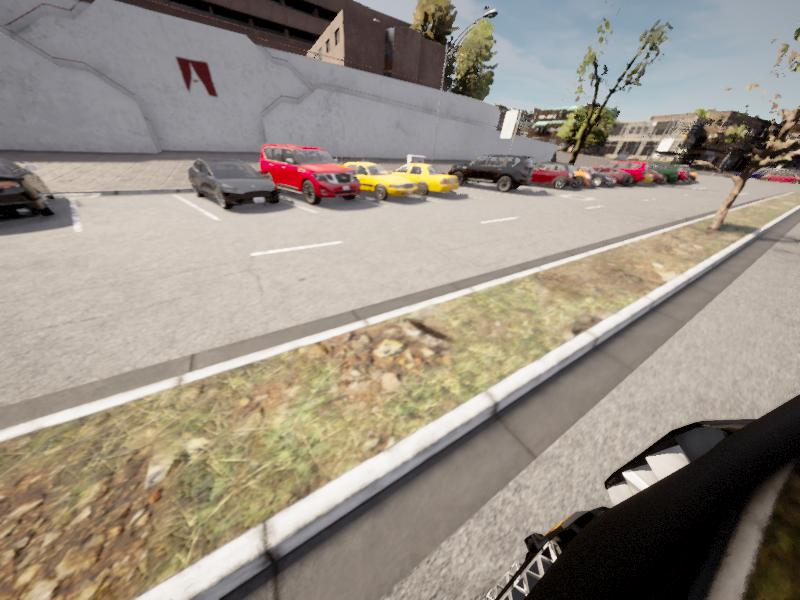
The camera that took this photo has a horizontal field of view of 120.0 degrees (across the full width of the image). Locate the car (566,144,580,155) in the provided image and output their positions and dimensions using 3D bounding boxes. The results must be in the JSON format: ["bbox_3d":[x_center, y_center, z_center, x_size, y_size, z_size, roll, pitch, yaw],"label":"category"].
[{"bbox_3d":[47.644,-41.308,63.489,1.878,1.987,4.442,32,42,27],"label":"car"}]

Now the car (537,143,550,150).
[{"bbox_3d":[43.288,-46.357,69.718,2.002,1.452,4.674,32,42,27],"label":"car"}]

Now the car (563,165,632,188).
[{"bbox_3d":[19.073,-12.141,22.486,4.792,1.488,2.163,26,40,32],"label":"car"}]

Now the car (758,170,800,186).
[{"bbox_3d":[56.979,-18.054,34.197,1.851,1.617,3.988,-15,37,-28],"label":"car"}]

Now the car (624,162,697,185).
[{"bbox_3d":[32.158,-15.941,28.892,5.566,2.045,2.435,26,39,32],"label":"car"}]

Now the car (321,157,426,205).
[{"bbox_3d":[-1.532,-6.269,11.840,5.366,1.575,1.946,26,39,32],"label":"car"}]

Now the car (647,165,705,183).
[{"bbox_3d":[37.399,-17.235,31.547,4.553,1.767,2.185,27,40,32],"label":"car"}]

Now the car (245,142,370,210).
[{"bbox_3d":[-4.240,-5.800,10.481,5.566,2.045,2.435,26,39,32],"label":"car"}]

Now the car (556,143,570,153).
[{"bbox_3d":[46.175,-43.047,65.487,1.878,1.987,4.442,32,42,28],"label":"car"}]

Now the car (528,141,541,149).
[{"bbox_3d":[41.806,-48.092,71.709,2.002,1.452,4.674,32,42,28],"label":"car"}]

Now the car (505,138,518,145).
[{"bbox_3d":[37.493,-53.387,77.757,1.946,1.575,5.366,31,42,27],"label":"car"}]

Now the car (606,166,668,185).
[{"bbox_3d":[26.900,-14.275,26.431,4.674,1.452,2.002,26,40,32],"label":"car"}]

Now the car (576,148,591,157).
[{"bbox_3d":[49.142,-39.439,61.704,2.231,1.521,4.892,32,42,28],"label":"car"}]

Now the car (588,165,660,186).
[{"bbox_3d":[24.154,-13.667,25.192,5.366,1.575,1.946,26,40,32],"label":"car"}]

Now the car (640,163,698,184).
[{"bbox_3d":[34.841,-16.592,30.161,4.442,1.987,1.878,27,39,32],"label":"car"}]

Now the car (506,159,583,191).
[{"bbox_3d":[11.336,-10.080,18.416,4.553,1.767,2.185,26,40,32],"label":"car"}]

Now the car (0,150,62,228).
[{"bbox_3d":[-12.066,-3.376,6.699,5.008,1.535,2.097,26,40,32],"label":"car"}]

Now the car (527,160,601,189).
[{"bbox_3d":[13.889,-10.831,19.772,4.553,1.767,2.185,26,39,32],"label":"car"}]

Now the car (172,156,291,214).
[{"bbox_3d":[-6.849,-4.825,9.323,4.792,1.488,2.163,26,40,32],"label":"car"}]

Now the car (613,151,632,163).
[{"bbox_3d":[53.586,-34.446,55.593,2.435,2.045,5.566,32,42,28],"label":"car"}]

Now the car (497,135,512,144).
[{"bbox_3d":[35.895,-55.229,79.448,2.435,2.045,5.566,32,42,27],"label":"car"}]

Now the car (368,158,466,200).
[{"bbox_3d":[0.776,-7.139,13.341,5.366,1.575,1.946,26,40,32],"label":"car"}]

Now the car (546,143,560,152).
[{"bbox_3d":[44.875,-44.726,67.817,1.946,1.575,5.366,32,42,28],"label":"car"}]

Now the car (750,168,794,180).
[{"bbox_3d":[79.579,-27.110,49.555,1.878,1.987,4.442,-26,42,-37],"label":"car"}]

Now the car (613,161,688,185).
[{"bbox_3d":[29.496,-15.247,27.605,5.566,2.045,2.435,26,40,32],"label":"car"}]

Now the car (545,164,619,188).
[{"bbox_3d":[16.501,-11.438,21.146,4.892,1.521,2.231,26,39,32],"label":"car"}]

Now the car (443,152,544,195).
[{"bbox_3d":[6.098,-8.751,15.745,5.566,2.045,2.435,26,40,32],"label":"car"}]

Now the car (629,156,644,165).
[{"bbox_3d":[55.002,-32.470,53.756,2.002,1.452,4.674,32,42,28],"label":"car"}]

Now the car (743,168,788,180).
[{"bbox_3d":[76.712,-26.522,48.604,2.185,1.767,4.553,-26,42,-37],"label":"car"}]

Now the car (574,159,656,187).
[{"bbox_3d":[21.684,-13.097,23.655,5.566,2.045,2.435,26,40,31],"label":"car"}]
